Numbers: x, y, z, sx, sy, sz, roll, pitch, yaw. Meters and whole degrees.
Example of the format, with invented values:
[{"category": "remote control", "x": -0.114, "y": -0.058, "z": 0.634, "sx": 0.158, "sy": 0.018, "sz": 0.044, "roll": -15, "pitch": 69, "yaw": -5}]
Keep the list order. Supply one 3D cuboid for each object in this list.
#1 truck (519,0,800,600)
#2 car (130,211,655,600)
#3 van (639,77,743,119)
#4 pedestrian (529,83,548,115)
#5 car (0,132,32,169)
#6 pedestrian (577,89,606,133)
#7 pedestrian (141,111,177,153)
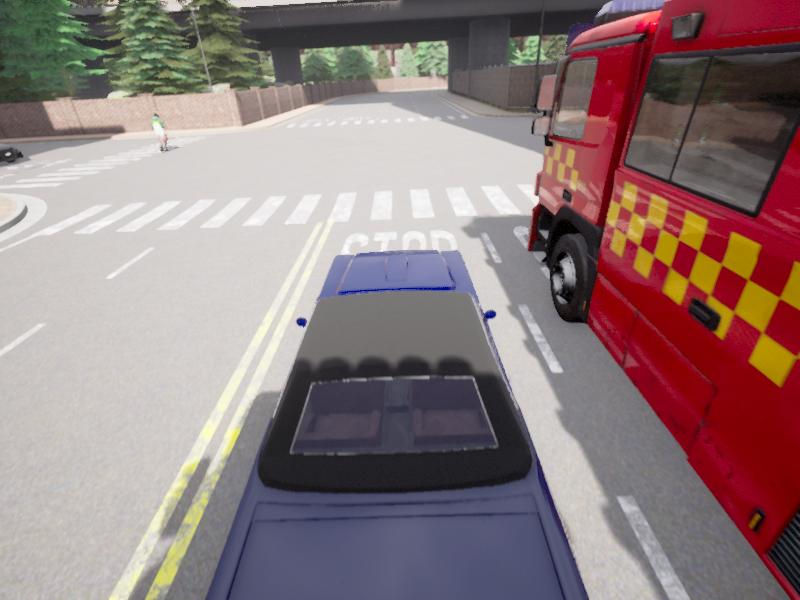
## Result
[{"category": "truck", "x": 3.421, "y": -0.246, "z": 2.235, "sx": 2.891, "sy": 3.827, "sz": 8.468, "roll": -2, "pitch": 29, "yaw": 1}, {"category": "car", "x": -0.026, "y": 0.542, "z": 3.733, "sx": 1.895, "sy": 1.301, "sz": 4.718, "roll": -2, "pitch": 29, "yaw": 1}, {"category": "van", "x": 17.354, "y": -12.183, "z": 24.062, "sx": 4.442, "sy": 1.987, "sz": 1.775, "roll": -2, "pitch": 29, "yaw": 1}, {"category": "pedestrian", "x": 9.373, "y": -13.596, "z": 27.100, "sx": 0.751, "sy": 1.860, "sz": 0.751, "roll": -13, "pitch": 31, "yaw": -17}, {"category": "car", "x": -20.465, "y": -6.928, "z": 18.766, "sx": 4.181, "sy": 1.385, "sz": 1.994, "roll": -3, "pitch": 29, "yaw": 0}, {"category": "pedestrian", "x": 9.404, "y": -9.305, "z": 19.728, "sx": 0.751, "sy": 1.860, "sz": 0.751, "roll": -2, "pitch": 29, "yaw": 2}, {"category": "pedestrian", "x": -12.132, "y": -8.459, "z": 20.185, "sx": 0.751, "sy": 1.860, "sz": 0.751, "roll": 0, "pitch": 29, "yaw": 4}]
